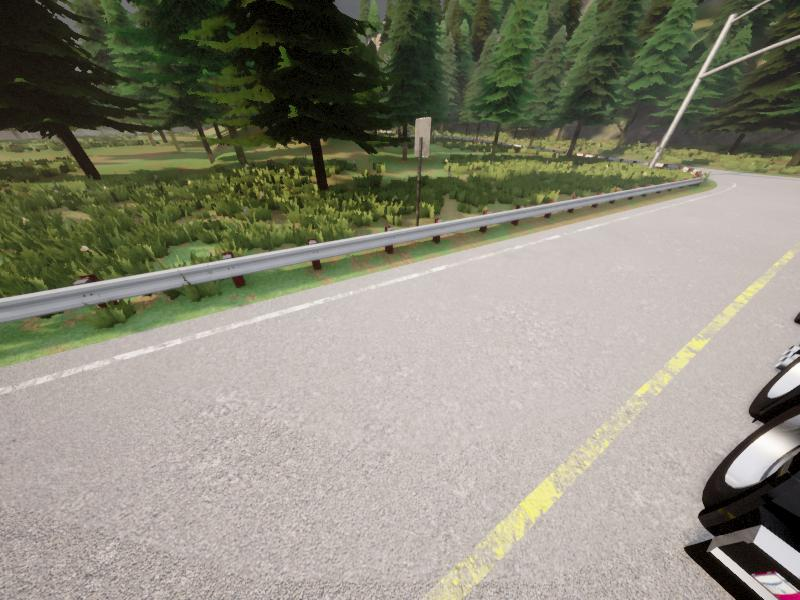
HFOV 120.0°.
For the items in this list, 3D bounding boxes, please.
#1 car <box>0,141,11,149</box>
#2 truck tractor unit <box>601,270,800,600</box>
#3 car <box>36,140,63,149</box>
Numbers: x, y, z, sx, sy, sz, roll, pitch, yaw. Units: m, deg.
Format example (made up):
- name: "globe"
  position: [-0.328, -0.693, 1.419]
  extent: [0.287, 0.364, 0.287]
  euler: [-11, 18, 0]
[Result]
- name: "car"
  position: [-95.237, -35.720, 53.331]
  extent: [5.008, 1.535, 1.882]
  euler: [-18, 39, -25]
- name: "truck tractor unit"
  position: [5.120, -0.292, 0.767]
  extent: [6.516, 4.208, 3.053]
  euler: [-18, 39, -24]
- name: "car"
  position: [-87.372, -38.857, 57.601]
  extent: [3.866, 1.878, 1.905]
  euler: [9, 36, 13]
